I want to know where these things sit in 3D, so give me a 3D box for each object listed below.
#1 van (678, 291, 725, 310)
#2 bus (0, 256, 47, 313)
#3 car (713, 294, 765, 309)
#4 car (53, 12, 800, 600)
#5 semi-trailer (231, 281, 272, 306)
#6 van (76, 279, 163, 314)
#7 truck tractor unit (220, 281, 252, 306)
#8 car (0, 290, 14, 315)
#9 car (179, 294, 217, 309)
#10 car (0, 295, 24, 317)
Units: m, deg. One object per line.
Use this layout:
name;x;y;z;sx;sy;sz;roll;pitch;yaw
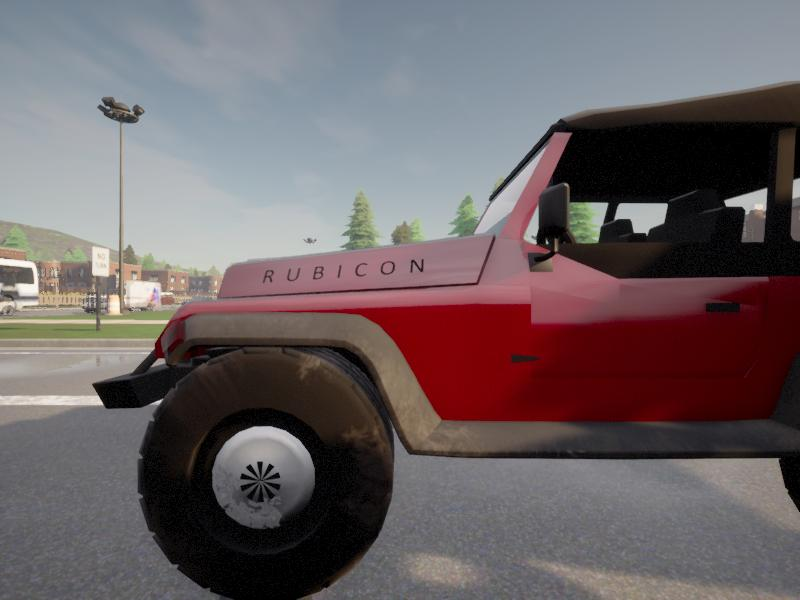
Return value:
van;33.018;-0.001;43.962;1.775;1.987;4.442;0;0;-1
bus;-31.640;-1.134;28.537;3.944;4.253;10.273;0;0;-1
car;39.987;0.156;47.394;2.242;1.667;4.611;0;0;-1
car;0.853;0.046;2.203;3.866;1.878;1.905;0;0;0
semi-trailer;-28.872;-1.217;78.524;2.717;4.402;14.254;0;0;0
van;-21.291;-0.222;30.876;2.351;2.431;6.366;0;0;-1
truck tractor unit;-28.807;-1.123;70.615;3.053;4.208;6.516;0;0;-2
car;-28.226;0.155;25.823;2.242;1.667;4.611;0;0;-1
car;-24.918;0.181;49.610;2.152;1.651;5.027;0;0;1
car;-24.692;0.344;22.953;1.895;1.301;4.718;0;0;-1
